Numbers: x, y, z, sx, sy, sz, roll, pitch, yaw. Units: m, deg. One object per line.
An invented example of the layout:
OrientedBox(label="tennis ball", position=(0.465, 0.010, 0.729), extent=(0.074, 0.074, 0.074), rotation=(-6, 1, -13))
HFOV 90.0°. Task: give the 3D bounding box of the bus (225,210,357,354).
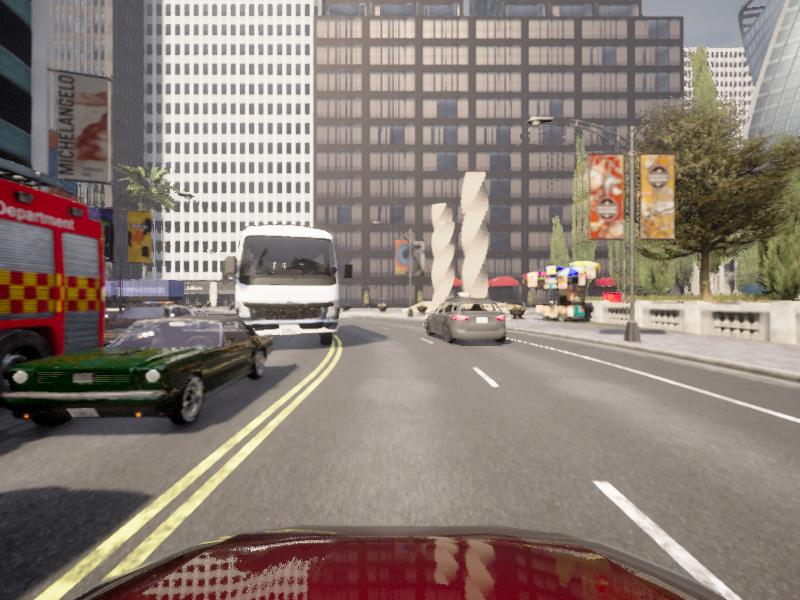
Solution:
OrientedBox(label="bus", position=(-4.759, -0.528, 17.287), extent=(3.944, 4.253, 10.273), rotation=(0, 0, -17))

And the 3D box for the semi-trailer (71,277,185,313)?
OrientedBox(label="semi-trailer", position=(-34.851, -0.608, 51.242), extent=(14.254, 4.402, 2.717), rotation=(0, -1, 10))

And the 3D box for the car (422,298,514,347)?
OrientedBox(label="car", position=(2.498, 0.762, 16.157), extent=(2.242, 1.667, 4.611), rotation=(0, 0, -10))

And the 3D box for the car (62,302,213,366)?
OrientedBox(label="car", position=(-7.554, 0.831, 12.271), extent=(2.038, 1.542, 4.974), rotation=(0, 0, -9))

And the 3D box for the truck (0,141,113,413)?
OrientedBox(label="truck", position=(-7.021, -0.319, 3.631), extent=(2.891, 3.827, 8.468), rotation=(0, 0, -1))

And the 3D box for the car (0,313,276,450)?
OrientedBox(label="car", position=(-3.633, 0.946, 6.655), extent=(1.895, 1.301, 4.718), rotation=(0, 0, -3))
